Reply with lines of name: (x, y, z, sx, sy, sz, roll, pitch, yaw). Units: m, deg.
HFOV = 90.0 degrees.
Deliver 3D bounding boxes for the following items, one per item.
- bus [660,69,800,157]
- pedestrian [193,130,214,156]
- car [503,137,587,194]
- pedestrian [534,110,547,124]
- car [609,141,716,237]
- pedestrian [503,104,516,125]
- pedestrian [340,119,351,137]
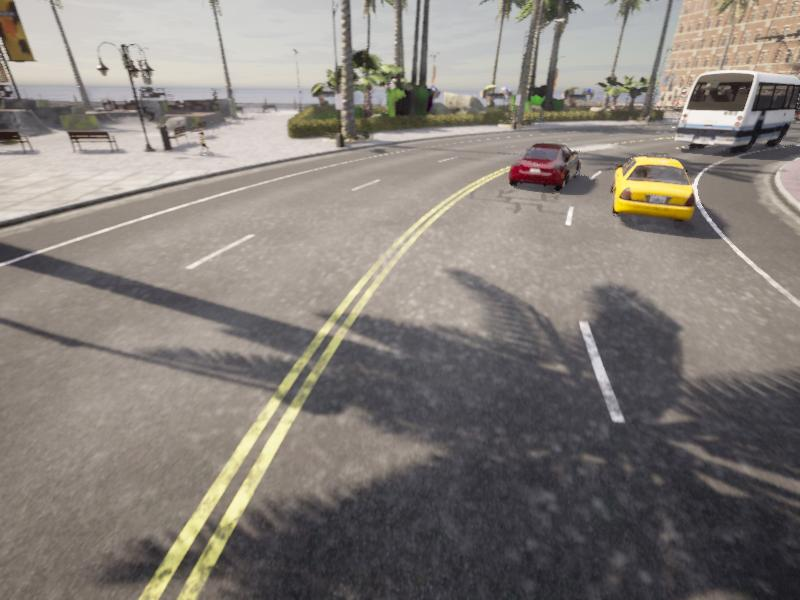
bus: (21.488, -11.865, 25.242, 10.273, 4.253, 3.944, -19, 33, -32)
pedestrian: (-9.404, -7.517, 19.149, 0.500, 1.100, 0.500, 14, 30, 24)
car: (5.650, -5.279, 15.322, 1.994, 1.385, 4.181, 15, 31, 26)
pedestrian: (14.838, -19.313, 42.182, 0.751, 1.300, 0.751, -14, 31, -26)
car: (7.354, -3.523, 11.766, 1.801, 1.575, 5.366, 13, 30, 22)
pedestrian: (10.810, -18.339, 39.607, 0.751, 1.860, 0.751, -10, 29, -19)
pedestrian: (-3.801, -11.897, 27.697, 0.500, 1.100, 0.500, -24, 36, -39)
